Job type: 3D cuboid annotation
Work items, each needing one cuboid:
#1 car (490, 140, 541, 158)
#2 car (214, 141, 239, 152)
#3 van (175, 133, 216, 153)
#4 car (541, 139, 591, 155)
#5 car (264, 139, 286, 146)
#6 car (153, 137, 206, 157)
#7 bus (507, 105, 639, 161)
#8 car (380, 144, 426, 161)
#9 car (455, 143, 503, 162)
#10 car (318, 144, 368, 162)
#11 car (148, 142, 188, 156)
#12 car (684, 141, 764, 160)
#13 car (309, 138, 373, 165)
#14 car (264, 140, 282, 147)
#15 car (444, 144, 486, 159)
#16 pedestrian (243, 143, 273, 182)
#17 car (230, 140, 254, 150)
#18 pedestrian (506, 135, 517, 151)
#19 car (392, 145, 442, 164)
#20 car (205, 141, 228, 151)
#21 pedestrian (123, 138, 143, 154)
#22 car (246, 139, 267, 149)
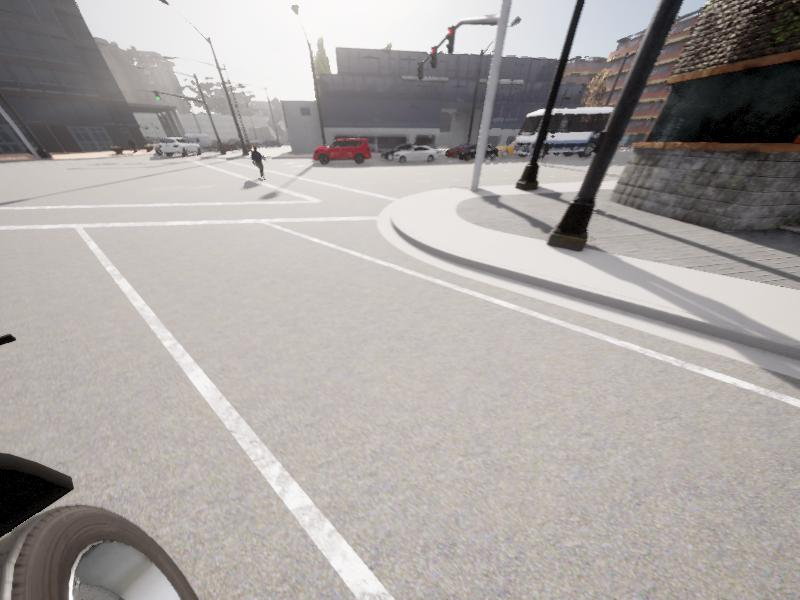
[{"bbox_3d":[13.802,-18.197,27.786,5.008,1.535,1.882,-6,36,-7],"label":"car"},{"bbox_3d":[-30.751,-27.370,41.153,1.816,1.474,4.193,-5,35,-7],"label":"car"},{"bbox_3d":[-33.826,-26.147,38.480,1.988,2.561,5.915,-5,36,-7],"label":"van"},{"bbox_3d":[20.478,-18.927,28.613,4.674,1.442,1.812,-6,36,-6],"label":"car"},{"bbox_3d":[-34.283,-43.233,63.407,4.611,1.667,2.242,-5,36,-7],"label":"car"},{"bbox_3d":[-28.837,-20.207,30.523,2.150,2.045,5.566,-4,35,-6],"label":"car"},{"bbox_3d":[17.688,-17.618,24.477,10.273,4.253,3.944,-7,36,-7],"label":"bus"},{"bbox_3d":[0.295,-16.740,26.139,4.892,1.490,1.837,-6,36,-7],"label":"car"},{"bbox_3d":[8.167,-15.497,24.234,4.193,1.474,1.816,-6,36,-7],"label":"car"},{"bbox_3d":[-6.108,-16.150,25.293,5.008,1.535,1.882,-5,35,-8],"label":"car"},{"bbox_3d":[-32.691,-21.442,32.752,1.816,1.474,4.193,-5,36,-7],"label":"car"},{"bbox_3d":[29.399,-13.668,21.055,4.718,1.301,1.895,-6,36,-7],"label":"car"},{"bbox_3d":[-5.526,-14.362,22.321,5.566,2.045,2.150,-5,36,-7],"label":"car"},{"bbox_3d":[-31.957,-39.375,58.133,1.816,1.474,4.193,5,35,6],"label":"car"},{"bbox_3d":[7.532,-17.433,27.065,4.181,1.385,1.994,-5,36,-6],"label":"car"},{"bbox_3d":[-8.263,-8.031,13.522,0.751,1.860,0.751,28,44,33],"label":"pedestrian"},{"bbox_3d":[-31.734,-31.284,46.540,1.930,1.638,5.238,-5,36,-7],"label":"car"},{"bbox_3d":[16.349,-22.989,33.823,0.751,1.860,0.751,-11,37,-15],"label":"pedestrian"},{"bbox_3d":[1.684,-14.809,23.435,4.674,1.442,1.812,-6,36,-7],"label":"car"},{"bbox_3d":[-34.920,-29.550,44.162,1.845,1.501,3.633,-5,36,-8],"label":"car"},{"bbox_3d":[-36.595,-21.146,31.674,0.751,1.860,0.751,-8,36,-11],"label":"pedestrian"},{"bbox_3d":[-32.360,-35.325,52.254,1.930,1.638,5.238,-2,35,-3],"label":"car"}]
